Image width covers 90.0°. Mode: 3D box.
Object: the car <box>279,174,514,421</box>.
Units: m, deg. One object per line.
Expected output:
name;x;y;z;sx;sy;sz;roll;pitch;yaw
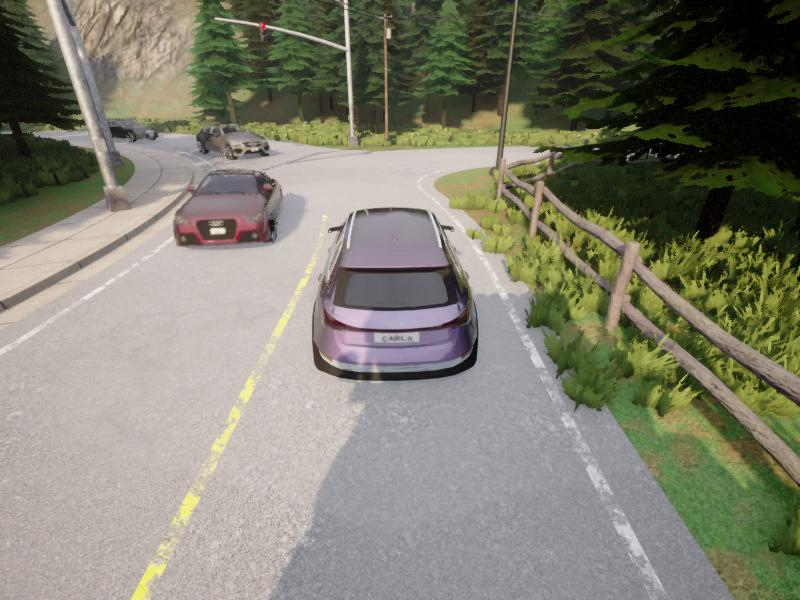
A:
car;-0.114;-0.593;5.995;2.033;1.649;4.856;-1;27;-2

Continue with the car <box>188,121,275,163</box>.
car;-9.320;-8.789;21.971;5.027;1.651;2.152;23;35;37

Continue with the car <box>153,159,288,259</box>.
car;-4.073;-2.477;9.951;1.994;1.385;4.181;-4;27;-8

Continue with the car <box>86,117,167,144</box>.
car;-19.838;-12.357;29.044;4.902;1.511;2.128;11;29;20
